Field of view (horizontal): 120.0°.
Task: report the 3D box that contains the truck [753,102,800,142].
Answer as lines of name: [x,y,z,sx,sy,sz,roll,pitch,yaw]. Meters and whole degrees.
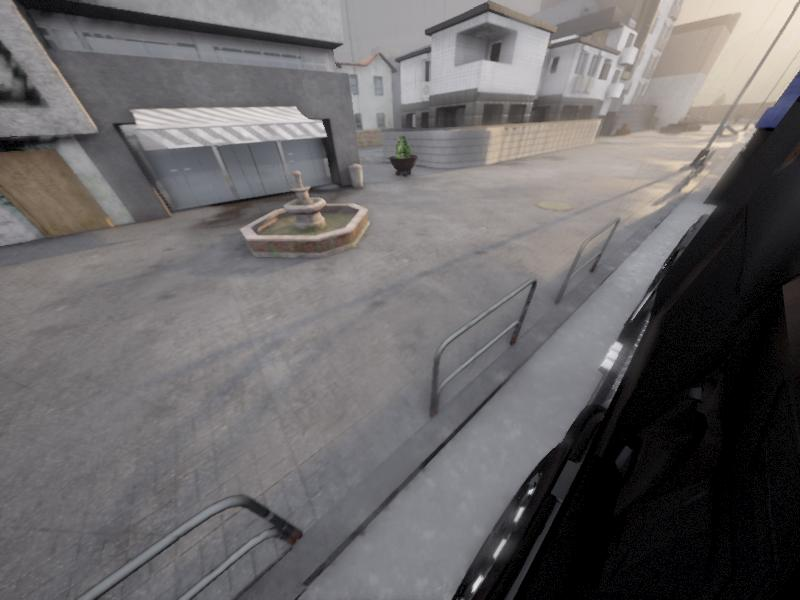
truck: [33.622,-15.336,19.803,5.204,2.467,2.627,-28,44,-28]

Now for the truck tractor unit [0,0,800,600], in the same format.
truck tractor unit: [2.645,-0.295,0.351,6.516,4.208,3.053,-28,44,-30]

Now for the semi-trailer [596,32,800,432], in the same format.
semi-trailer: [8.773,-3.559,4.143,14.254,4.402,2.717,-27,43,-29]

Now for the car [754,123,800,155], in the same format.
car: [24.362,-10.093,14.376,4.181,1.385,1.994,-27,43,-29]

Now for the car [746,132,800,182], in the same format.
car: [16.325,-5.927,9.420,4.718,1.301,1.895,-27,43,-29]
